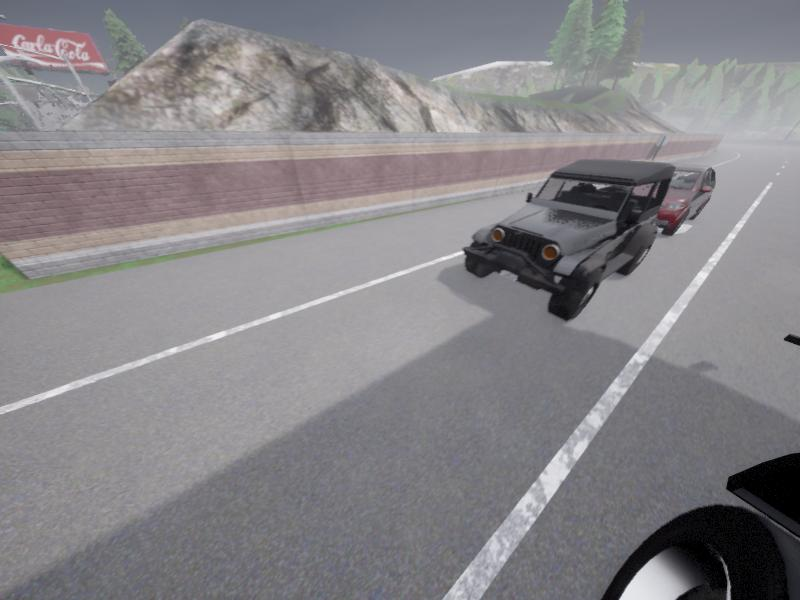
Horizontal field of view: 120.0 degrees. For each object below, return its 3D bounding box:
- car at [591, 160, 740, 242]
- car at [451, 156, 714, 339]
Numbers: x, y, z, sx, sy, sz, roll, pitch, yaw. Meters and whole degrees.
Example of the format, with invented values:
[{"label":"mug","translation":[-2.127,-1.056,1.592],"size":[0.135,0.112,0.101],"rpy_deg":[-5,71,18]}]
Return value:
[{"label":"car","translation":[7.929,-3.160,6.959],"size":[3.705,1.549,1.789],"rpy_deg":[-22,41,-28]},{"label":"car","translation":[3.091,-1.332,4.122],"size":[3.866,1.878,1.905],"rpy_deg":[-22,41,-28]}]
